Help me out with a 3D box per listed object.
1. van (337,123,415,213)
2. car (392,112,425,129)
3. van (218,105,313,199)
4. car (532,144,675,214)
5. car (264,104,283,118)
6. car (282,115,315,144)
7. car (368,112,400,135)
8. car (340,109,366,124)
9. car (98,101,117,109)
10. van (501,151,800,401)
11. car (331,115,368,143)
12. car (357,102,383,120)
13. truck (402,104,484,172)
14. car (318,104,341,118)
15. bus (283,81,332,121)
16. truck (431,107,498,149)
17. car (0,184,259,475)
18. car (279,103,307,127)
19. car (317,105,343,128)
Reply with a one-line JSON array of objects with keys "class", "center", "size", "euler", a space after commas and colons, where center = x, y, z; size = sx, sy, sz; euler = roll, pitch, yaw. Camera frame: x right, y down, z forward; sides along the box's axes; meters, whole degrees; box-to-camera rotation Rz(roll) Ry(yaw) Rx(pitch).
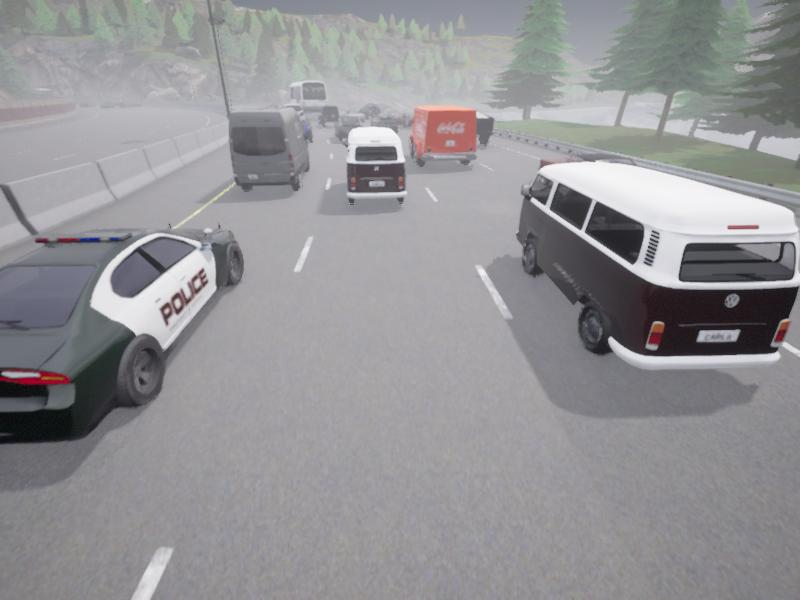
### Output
[{"class": "van", "center": [-0.848, -4.474, 12.974], "size": [2.069, 2.038, 4.480], "euler": [-3, 28, -5]}, {"class": "car", "center": [0.742, -17.495, 38.881], "size": [1.895, 1.301, 4.718], "euler": [-7, 28, -14]}, {"class": "van", "center": [-4.625, -5.771, 14.941], "size": [1.988, 2.561, 5.915], "euler": [-3, 28, -6]}, {"class": "car", "center": [6.209, -4.085, 13.003], "size": [1.895, 1.301, 4.718], "euler": [-2, 27, -4]}, {"class": "car", "center": [-17.916, -26.853, 56.650], "size": [1.851, 1.617, 3.988], "euler": [-12, 30, -22]}, {"class": "car", "center": [-7.151, -12.179, 28.407], "size": [2.007, 1.525, 4.514], "euler": [-6, 28, -10]}, {"class": "car", "center": [-1.412, -14.986, 33.855], "size": [1.816, 1.474, 4.193], "euler": [-7, 28, -12]}, {"class": "car", "center": [-5.478, -21.208, 46.061], "size": [1.895, 1.301, 4.718], "euler": [-9, 29, -17]}, {"class": "car", "center": [-63.271, -42.185, 86.536], "size": [4.514, 1.525, 2.007], "euler": [24, 36, 38]}, {"class": "van", "center": [3.238, -0.846, 5.961], "size": [2.069, 2.038, 4.480], "euler": [-1, 28, -2]}, {"class": "car", "center": [-3.718, -12.493, 29.015], "size": [2.128, 1.511, 4.902], "euler": [-6, 28, -11]}, {"class": "car", "center": [-3.881, -24.136, 51.067], "size": [1.932, 1.855, 4.605], "euler": [-10, 29, -18]}, {"class": "truck", "center": [1.802, -7.932, 19.180], "size": [2.627, 2.467, 5.204], "euler": [-4, 28, -7]}, {"class": "car", "center": [-9.904, -26.466, 55.965], "size": [2.007, 1.525, 4.514], "euler": [-11, 29, -21]}, {"class": "bus", "center": [-12.147, -25.900, 51.920], "size": [3.944, 4.253, 10.273], "euler": [-11, 29, -19]}, {"class": "truck", "center": [3.996, -11.511, 26.458], "size": [2.390, 2.098, 6.274], "euler": [-5, 28, -9]}, {"class": "car", "center": [-3.731, -0.267, 5.419], "size": [2.038, 1.542, 4.974], "euler": [-1, 27, -2]}, {"class": "car", "center": [-11.157, -19.228, 41.448], "size": [2.150, 2.045, 5.566], "euler": [-8, 29, -16]}, {"class": "car", "center": [-7.117, -18.589, 40.369], "size": [1.905, 1.878, 3.866], "euler": [-8, 28, -15]}]
